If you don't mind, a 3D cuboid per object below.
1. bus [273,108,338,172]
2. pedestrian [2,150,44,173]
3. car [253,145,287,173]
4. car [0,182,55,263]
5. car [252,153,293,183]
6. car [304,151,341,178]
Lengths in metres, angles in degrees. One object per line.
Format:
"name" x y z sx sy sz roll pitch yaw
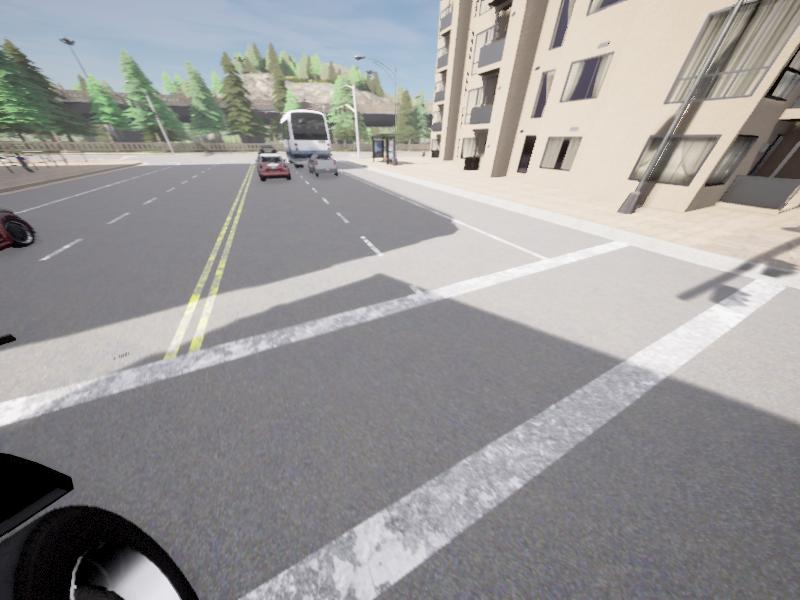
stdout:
"bus" -9.756 -15.912 23.214 3.944 4.253 10.273 -15 37 -21
"pedestrian" -25.885 -9.517 15.914 0.751 1.300 0.751 -15 37 -21
"car" -11.477 -12.561 20.406 1.932 1.855 4.605 -15 38 -21
"car" -9.545 -0.997 4.097 1.994 1.385 4.181 -15 37 -21
"car" -8.851 -9.301 16.077 1.970 1.475 3.806 -15 38 -22
"car" -6.118 -10.665 18.059 1.845 1.501 3.633 -15 37 -22
